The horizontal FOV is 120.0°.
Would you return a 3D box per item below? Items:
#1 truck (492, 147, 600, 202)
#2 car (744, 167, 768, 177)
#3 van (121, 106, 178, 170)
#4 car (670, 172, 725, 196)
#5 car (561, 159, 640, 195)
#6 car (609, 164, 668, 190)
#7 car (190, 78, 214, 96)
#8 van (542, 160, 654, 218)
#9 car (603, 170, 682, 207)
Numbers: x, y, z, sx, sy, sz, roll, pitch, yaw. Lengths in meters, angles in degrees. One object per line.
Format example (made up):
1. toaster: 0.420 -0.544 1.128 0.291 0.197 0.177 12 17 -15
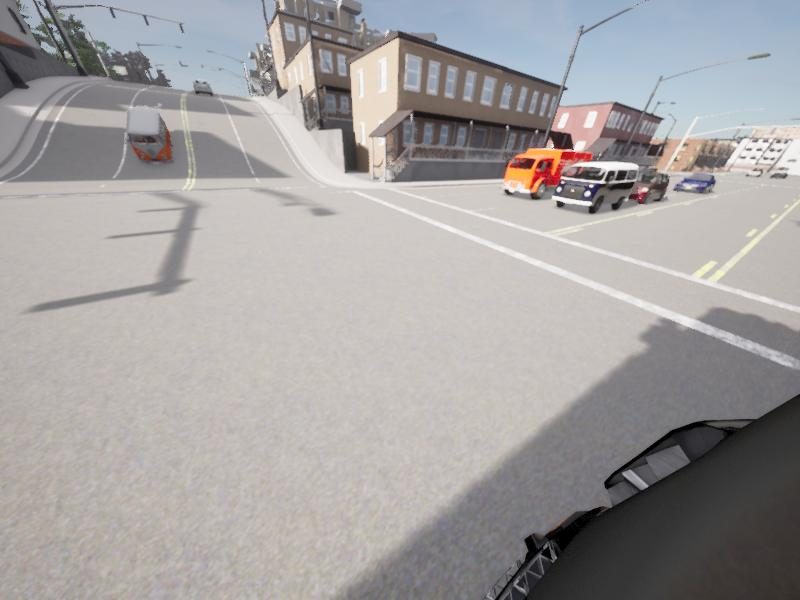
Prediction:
1. truck: 8.710 -7.612 13.933 5.204 2.467 2.627 -16 38 -26
2. car: 82.636 -29.631 53.610 4.605 1.855 1.932 -17 38 -27
3. van: -16.629 -10.801 15.455 1.775 1.987 4.442 -17 59 -28
4. car: 25.800 -10.135 20.032 4.674 1.442 1.812 -18 39 -28
5. car: 15.358 -9.499 17.695 5.566 2.045 2.150 -17 38 -27
6. car: 22.069 -11.422 21.364 4.553 1.767 2.097 -17 38 -27
7. car: -26.137 -28.259 30.618 1.970 1.475 3.806 -16 47 -27
8. van: 9.555 -5.507 11.209 4.480 2.038 2.069 -17 38 -27
9. car: 14.788 -6.901 14.122 3.988 1.617 1.851 -17 38 -27
